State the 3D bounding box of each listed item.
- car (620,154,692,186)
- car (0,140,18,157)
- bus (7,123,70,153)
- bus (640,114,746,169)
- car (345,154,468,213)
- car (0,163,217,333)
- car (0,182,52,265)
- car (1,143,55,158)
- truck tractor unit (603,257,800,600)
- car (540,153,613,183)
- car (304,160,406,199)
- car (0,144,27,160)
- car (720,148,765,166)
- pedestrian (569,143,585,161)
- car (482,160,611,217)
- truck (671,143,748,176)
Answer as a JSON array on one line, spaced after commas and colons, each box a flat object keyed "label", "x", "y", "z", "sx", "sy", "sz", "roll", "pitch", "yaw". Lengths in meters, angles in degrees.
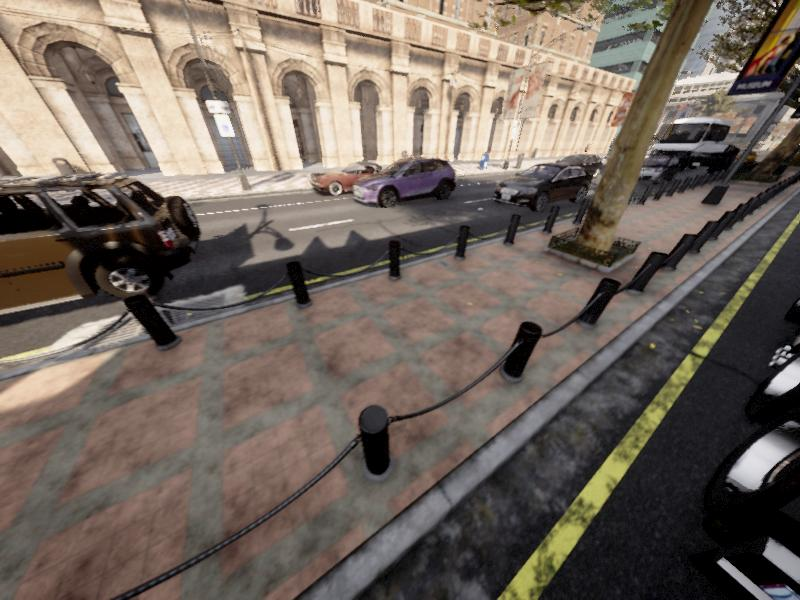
[{"label": "car", "x": 16.680, "y": -8.561, "z": 15.098, "sx": 3.633, "sy": 1.501, "sz": 1.845, "roll": -19, "pitch": 39, "yaw": -25}, {"label": "car", "x": -56.798, "y": -21.048, "z": 32.142, "sx": 1.905, "sy": 1.878, "sz": 3.866, "roll": -19, "pitch": 39, "yaw": -25}, {"label": "bus", "x": -67.540, "y": -30.226, "z": 43.172, "sx": 10.273, "sy": 4.253, "sz": 3.944, "roll": 20, "pitch": 39, "yaw": 26}, {"label": "bus", "x": 32.326, "y": -17.369, "z": 25.503, "sx": 10.273, "sy": 4.253, "sz": 3.944, "roll": -19, "pitch": 39, "yaw": -26}, {"label": "car", "x": 0.364, "y": -5.275, "z": 10.155, "sx": 4.856, "sy": 1.649, "sz": 2.033, "roll": -20, "pitch": 40, "yaw": -25}, {"label": "car", "x": -5.963, "y": -0.826, "z": 3.496, "sx": 4.605, "sy": 1.855, "sz": 1.932, "roll": -19, "pitch": 39, "yaw": -26}, {"label": "car", "x": -10.979, "y": -1.218, "z": 4.466, "sx": 4.181, "sy": 1.385, "sz": 1.994, "roll": -19, "pitch": 39, "yaw": -26}, {"label": "car", "x": -53.710, "y": -21.847, "z": 33.550, "sx": 2.152, "sy": 1.651, "sz": 5.027, "roll": -19, "pitch": 39, "yaw": -25}, {"label": "truck tractor unit", "x": 5.098, "y": -0.314, "z": 0.800, "sx": 6.516, "sy": 4.208, "sz": 3.053, "roll": -19, "pitch": 39, "yaw": -25}, {"label": "car", "x": 12.477, "y": -9.429, "z": 16.348, "sx": 4.892, "sy": 1.490, "sz": 1.837, "roll": -19, "pitch": 39, "yaw": -26}, {"label": "car", "x": -2.210, "y": -6.423, "z": 12.072, "sx": 4.718, "sy": 1.301, "sz": 1.895, "roll": -19, "pitch": 39, "yaw": -26}, {"label": "car", "x": -50.066, "y": -18.410, "z": 28.724, "sx": 2.007, "sy": 1.525, "sz": 4.514, "roll": -19, "pitch": 39, "yaw": -25}, {"label": "car", "x": 39.805, "y": -16.624, "z": 26.831, "sx": 5.366, "sy": 1.575, "sz": 1.801, "roll": -19, "pitch": 39, "yaw": -26}, {"label": "pedestrian", "x": 22.185, "y": -18.593, "z": 28.965, "sx": 0.751, "sy": 1.860, "sz": 0.751, "roll": -12, "pitch": 37, "yaw": -17}, {"label": "car", "x": 6.149, "y": -4.888, "z": 9.754, "sx": 4.902, "sy": 1.511, "sz": 2.128, "roll": -19, "pitch": 39, "yaw": -26}, {"label": "truck", "x": 27.118, "y": -12.424, "z": 20.237, "sx": 6.274, "sy": 2.098, "sz": 2.390, "roll": -19, "pitch": 39, "yaw": -26}]
